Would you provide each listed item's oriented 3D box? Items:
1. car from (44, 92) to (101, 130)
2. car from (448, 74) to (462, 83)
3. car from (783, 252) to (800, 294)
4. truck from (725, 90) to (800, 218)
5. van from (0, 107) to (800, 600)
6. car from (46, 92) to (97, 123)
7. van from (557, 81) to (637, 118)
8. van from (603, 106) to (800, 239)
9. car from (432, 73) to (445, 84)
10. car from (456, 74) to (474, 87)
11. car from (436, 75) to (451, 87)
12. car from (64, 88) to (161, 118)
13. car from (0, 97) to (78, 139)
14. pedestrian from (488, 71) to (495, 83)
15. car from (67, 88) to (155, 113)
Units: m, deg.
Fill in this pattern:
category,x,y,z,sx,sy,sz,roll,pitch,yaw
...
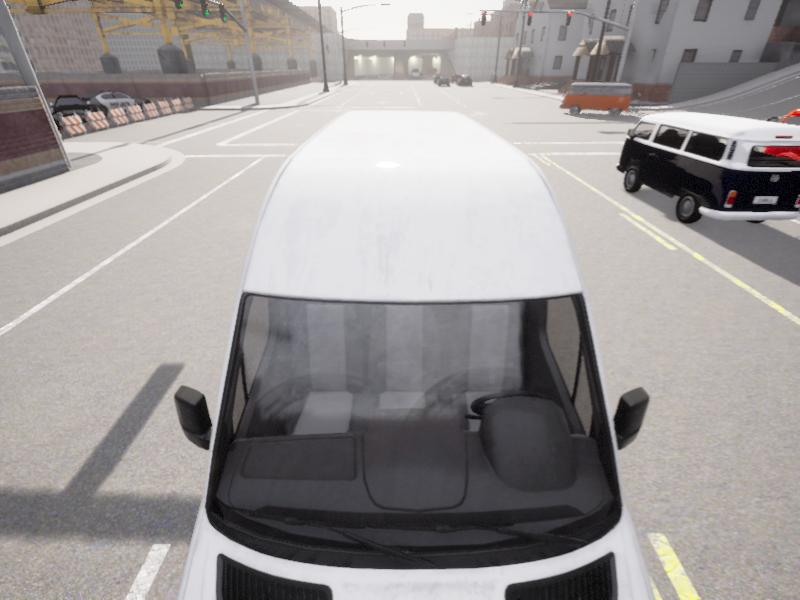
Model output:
category,x,y,z,sx,sy,sz,roll,pitch,yaw
car,-19.340,-11.261,23.632,2.038,1.542,4.974,-20,36,-31
car,10.705,-43.258,78.140,1.812,1.442,4.674,-3,31,-5
car,7.027,0.055,4.252,1.851,1.617,3.988,0,30,0
truck,10.421,-2.891,8.405,2.627,2.467,5.204,1,30,1
van,0.044,-0.003,3.417,1.988,2.561,5.915,0,30,-1
car,-19.371,-11.418,23.588,1.853,1.218,4.536,-20,36,-31
van,13.556,-13.924,27.685,4.442,1.987,1.775,15,35,25
van,7.048,-3.242,9.437,2.069,2.038,4.480,0,30,0
car,7.319,-41.936,75.709,1.930,1.638,5.238,0,30,0
car,10.781,-36.647,66.785,2.242,1.667,4.611,0,30,0
car,7.282,-36.699,66.978,2.007,1.525,4.514,0,30,0
car,-20.111,-13.980,28.262,2.038,1.542,4.974,15,34,25
car,-19.345,-8.928,19.658,2.038,1.542,4.974,26,39,37
pedestrian,16.148,-39.267,70.567,0.751,1.860,0.751,0,30,0
car,-20.136,-14.092,28.143,1.853,1.218,4.536,15,34,25
